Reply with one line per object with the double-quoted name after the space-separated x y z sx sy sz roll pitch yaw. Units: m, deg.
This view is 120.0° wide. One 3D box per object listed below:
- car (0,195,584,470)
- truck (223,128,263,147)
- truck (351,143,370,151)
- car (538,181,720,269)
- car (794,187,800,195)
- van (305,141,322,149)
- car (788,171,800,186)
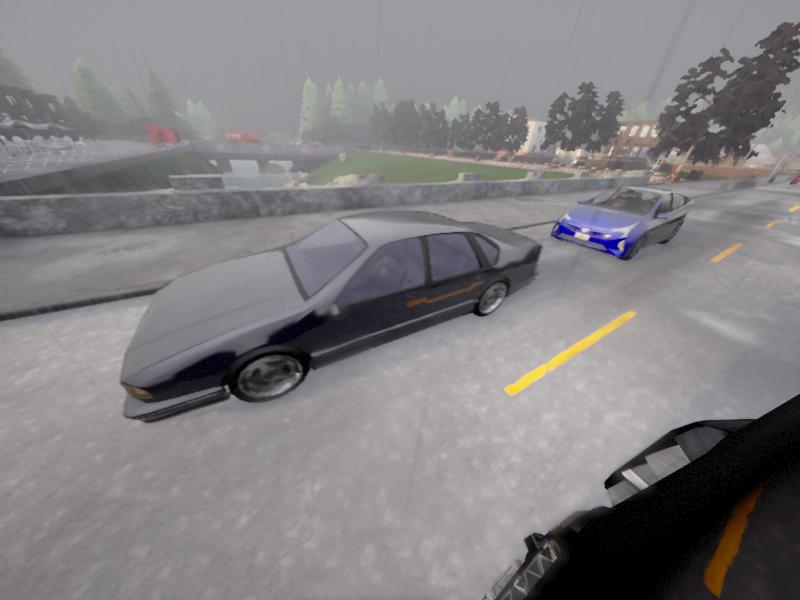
-0.183 -0.431 3.300 5.357 1.411 2.033 -16 38 -26 "car"
-43.155 -44.696 63.825 8.468 3.827 2.891 -16 38 -26 "truck"
-14.091 -54.878 82.857 6.274 2.098 2.390 -16 38 -26 "truck"
6.581 -2.425 6.688 4.514 1.525 2.007 -16 38 -26 "car"
39.101 -9.517 19.353 5.566 2.045 2.150 19 36 23 "car"
-28.306 -50.764 75.707 4.442 1.987 1.775 -16 38 -26 "van"
56.559 -16.916 31.776 5.566 2.045 2.150 -16 38 -26 "car"
